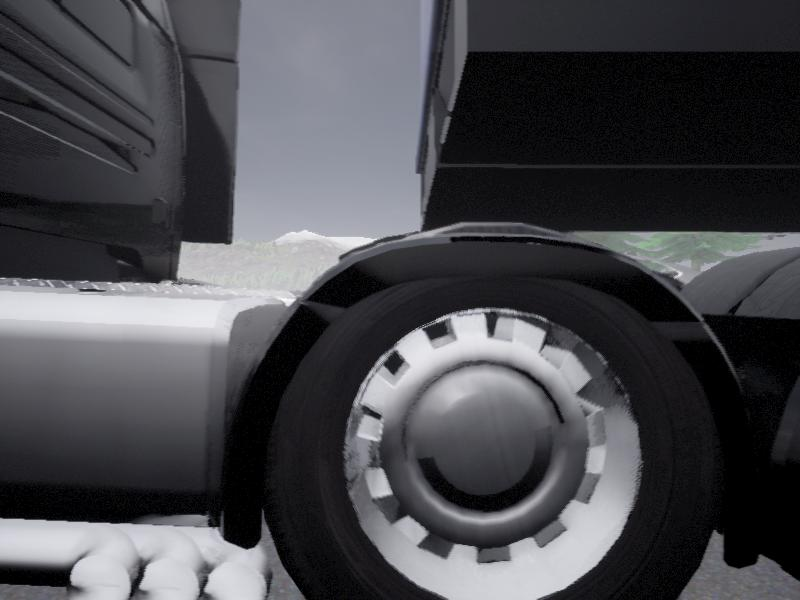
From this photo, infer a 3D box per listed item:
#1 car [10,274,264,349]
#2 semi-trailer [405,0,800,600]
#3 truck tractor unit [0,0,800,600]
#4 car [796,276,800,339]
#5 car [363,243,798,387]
[{"bbox_3d":[-5.729,0.241,9.199,4.514,1.525,2.007,0,0,0],"label":"car"},{"bbox_3d":[7.169,-1.234,2.150,14.254,4.402,2.717,0,0,0],"label":"semi-trailer"},{"bbox_3d":[-0.747,-1.119,2.195,6.516,4.208,3.053,0,0,0],"label":"truck tractor unit"},{"bbox_3d":[12.697,0.174,9.207,5.366,1.575,1.801,0,0,0],"label":"car"},{"bbox_3d":[2.090,0.176,5.700,5.027,1.651,2.152,0,0,0],"label":"car"}]
